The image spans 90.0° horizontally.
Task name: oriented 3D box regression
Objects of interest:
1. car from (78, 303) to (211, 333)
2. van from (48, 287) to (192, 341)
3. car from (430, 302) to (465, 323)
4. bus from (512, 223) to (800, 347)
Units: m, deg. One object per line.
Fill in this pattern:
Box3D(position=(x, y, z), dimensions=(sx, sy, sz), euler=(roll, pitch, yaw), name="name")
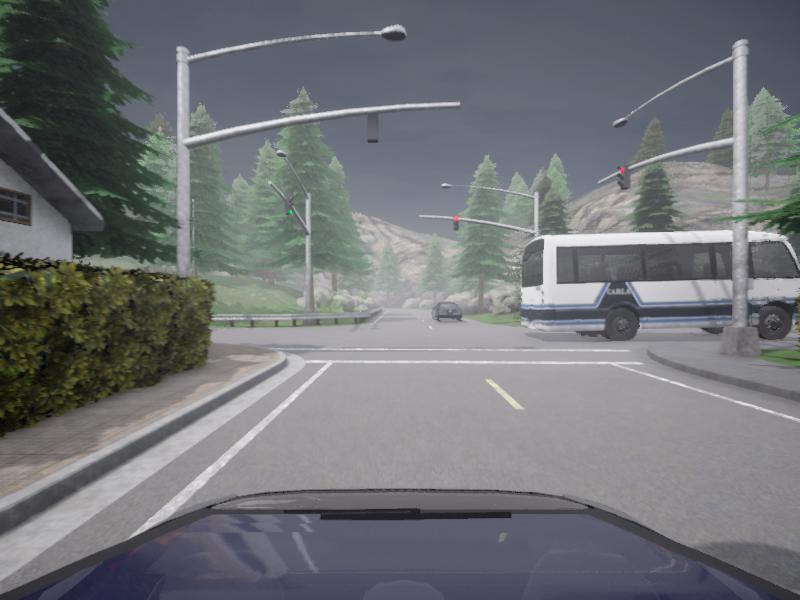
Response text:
Box3D(position=(-12.593, 0.869, 20.000), dimensions=(5.357, 1.411, 2.033), euler=(0, 0, 0), name="car")
Box3D(position=(-11.380, 0.550, 16.490), dimensions=(4.480, 2.038, 2.069), euler=(0, 0, 0), name="van")
Box3D(position=(3.501, 0.878, 30.377), dimensions=(2.033, 1.411, 5.357), euler=(0, 0, 0), name="car")
Box3D(position=(10.367, -0.547, 16.452), dimensions=(10.273, 4.253, 3.944), euler=(-2, 0, 0), name="bus")
